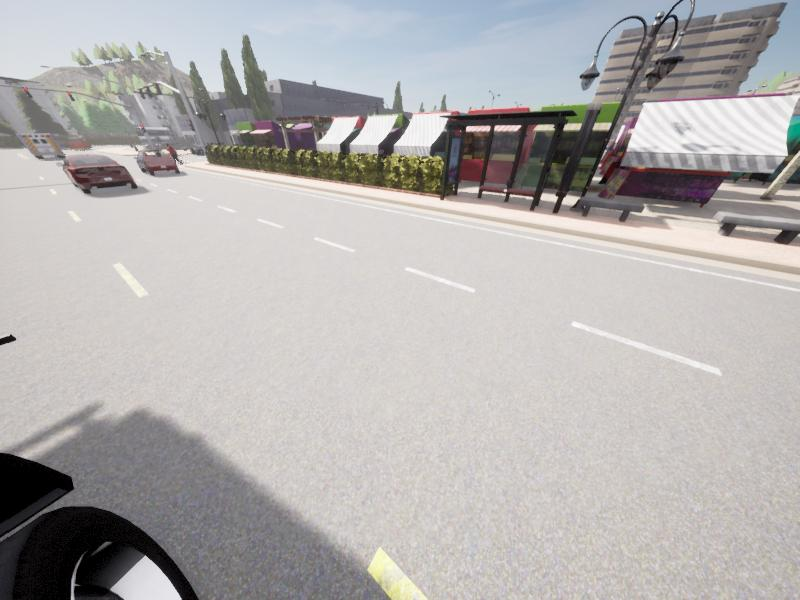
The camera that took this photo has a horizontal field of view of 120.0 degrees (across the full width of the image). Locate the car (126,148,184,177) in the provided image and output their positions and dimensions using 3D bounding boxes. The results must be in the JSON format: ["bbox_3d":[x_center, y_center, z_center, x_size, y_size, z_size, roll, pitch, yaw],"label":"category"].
[{"bbox_3d":[-17.694,-10.005,16.669,3.633,1.501,1.845,25,42,31],"label":"car"}]

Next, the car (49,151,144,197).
[{"bbox_3d":[-15.540,-6.563,11.790,5.008,1.535,1.882,23,41,28],"label":"car"}]

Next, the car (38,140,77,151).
[{"bbox_3d":[-65.358,-29.669,44.250,2.152,1.651,5.027,-18,39,-24],"label":"car"}]

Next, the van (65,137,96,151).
[{"bbox_3d":[-61.425,-30.074,44.457,1.775,1.987,4.442,-20,40,-26],"label":"van"}]

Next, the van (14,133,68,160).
[{"bbox_3d":[-43.750,-18.770,28.151,6.366,2.431,2.351,22,40,27],"label":"van"}]

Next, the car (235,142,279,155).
[{"bbox_3d":[-22.057,-23.584,35.871,1.801,1.575,5.366,24,42,30],"label":"car"}]

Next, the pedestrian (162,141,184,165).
[{"bbox_3d":[-21.074,-13.644,21.481,0.751,1.860,0.751,-24,42,-31],"label":"pedestrian"}]

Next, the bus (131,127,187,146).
[{"bbox_3d":[-71.025,-48.509,68.589,3.944,4.253,10.273,7,36,10],"label":"bus"}]

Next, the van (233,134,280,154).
[{"bbox_3d":[-23.698,-26.109,38.613,1.988,2.561,5.915,24,41,29],"label":"van"}]

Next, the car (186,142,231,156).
[{"bbox_3d":[-28.138,-22.294,34.045,2.007,1.525,4.514,24,41,30],"label":"car"}]

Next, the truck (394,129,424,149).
[{"bbox_3d":[2.317,-39.669,56.930,2.891,3.827,8.468,23,41,29],"label":"truck"}]
